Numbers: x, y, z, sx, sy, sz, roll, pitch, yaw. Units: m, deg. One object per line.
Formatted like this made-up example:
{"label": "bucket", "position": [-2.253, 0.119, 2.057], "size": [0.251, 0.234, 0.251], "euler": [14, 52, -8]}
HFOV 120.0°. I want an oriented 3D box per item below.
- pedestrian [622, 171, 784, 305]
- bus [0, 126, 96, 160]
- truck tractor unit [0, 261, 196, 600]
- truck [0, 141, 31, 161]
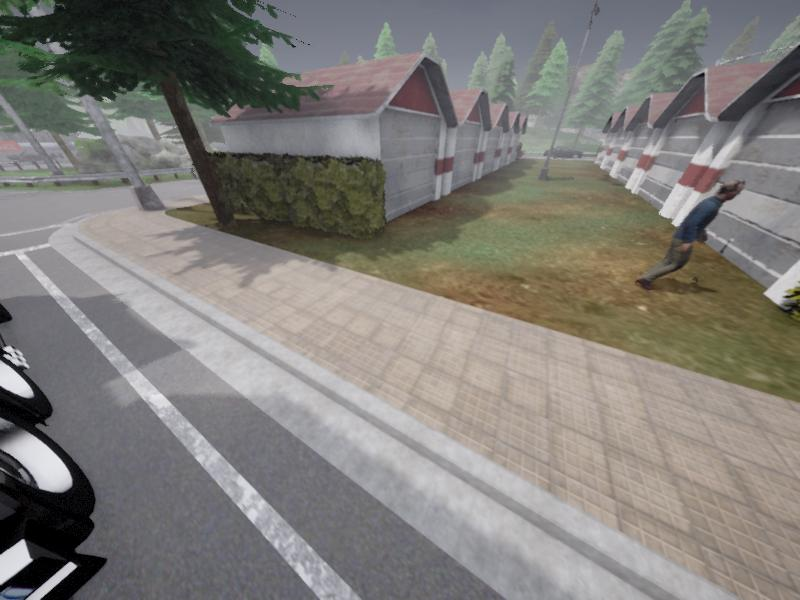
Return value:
{"label": "pedestrian", "position": [4.671, -0.980, 3.769], "size": [0.751, 1.860, 0.751], "euler": [-29, 44, -35]}
{"label": "bus", "position": [-60.754, -26.362, 38.789], "size": [3.944, 4.253, 10.273], "euler": [18, 39, 25]}
{"label": "truck tractor unit", "position": [-5.113, -0.297, 0.797], "size": [6.516, 4.208, 3.053], "euler": [18, 39, 25]}
{"label": "truck", "position": [-60.436, -22.107, 34.249], "size": [2.627, 2.467, 5.204], "euler": [18, 39, 25]}
